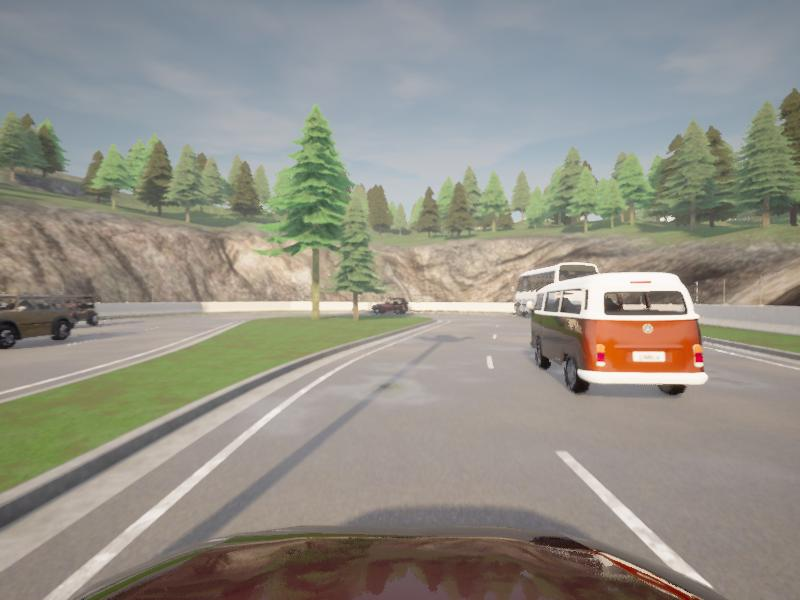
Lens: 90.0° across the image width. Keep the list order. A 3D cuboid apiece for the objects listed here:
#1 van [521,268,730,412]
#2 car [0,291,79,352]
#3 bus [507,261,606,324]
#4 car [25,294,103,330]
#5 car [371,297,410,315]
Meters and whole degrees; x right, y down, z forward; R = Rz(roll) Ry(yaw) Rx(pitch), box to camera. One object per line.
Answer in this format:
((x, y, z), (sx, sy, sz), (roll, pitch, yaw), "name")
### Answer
((3.908, 0.576, 8.015), (2.069, 2.038, 4.480), (-1, 0, 7), "van")
((-13.507, 0.652, 13.818), (1.932, 1.855, 4.605), (0, 0, -12), "car")
((12.279, -0.517, 32.958), (3.944, 4.253, 10.273), (2, 0, 0), "bus")
((-19.269, 0.646, 23.192), (1.905, 1.878, 3.866), (0, 0, -12), "car")
((-1.030, 0.663, 43.591), (3.866, 1.878, 1.905), (0, 0, 16), "car")
